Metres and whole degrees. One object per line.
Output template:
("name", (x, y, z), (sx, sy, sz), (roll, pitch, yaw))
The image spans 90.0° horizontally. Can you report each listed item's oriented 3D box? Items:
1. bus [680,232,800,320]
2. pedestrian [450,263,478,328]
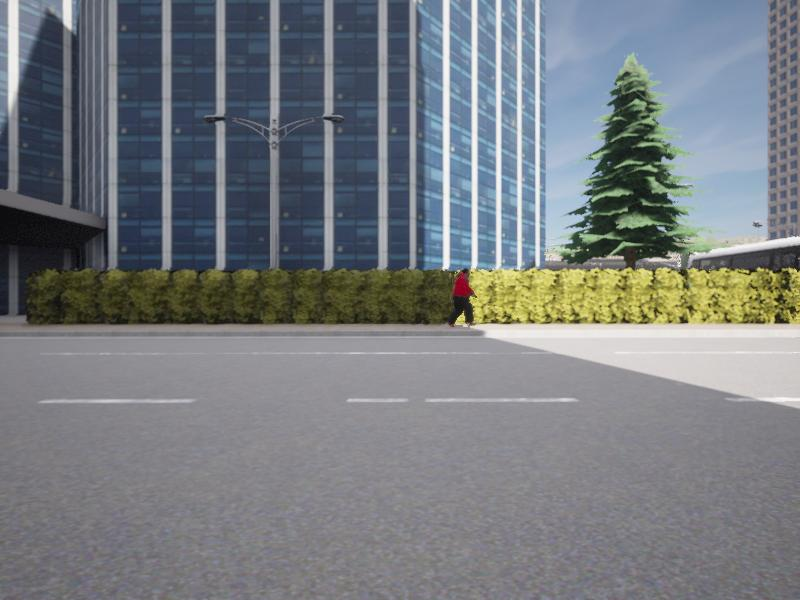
("bus", (21.205, -1.151, 22.309), (3.944, 4.253, 10.273), (0, 0, 0))
("pedestrian", (1.873, -0.116, 11.832), (0.751, 1.860, 0.751), (0, 0, 3))
